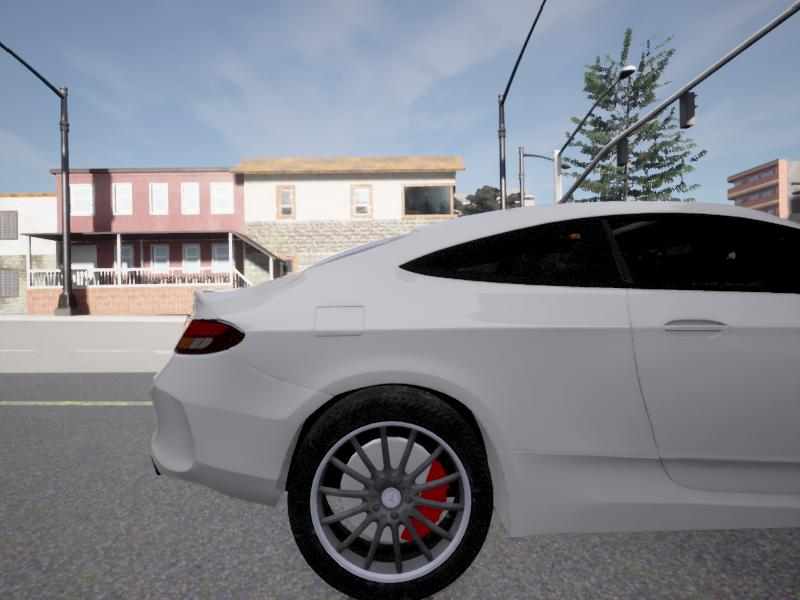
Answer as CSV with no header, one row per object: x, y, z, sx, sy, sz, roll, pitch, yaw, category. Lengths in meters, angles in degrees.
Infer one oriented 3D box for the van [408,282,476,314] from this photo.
3.619,-0.138,35.441,5.915,2.561,1.988,-1,0,44,van

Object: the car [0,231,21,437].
-4.942,0.230,2.066,4.193,1.474,1.816,0,0,-1,car

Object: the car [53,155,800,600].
1.235,0.270,2.205,4.674,1.442,1.812,0,0,-1,car
